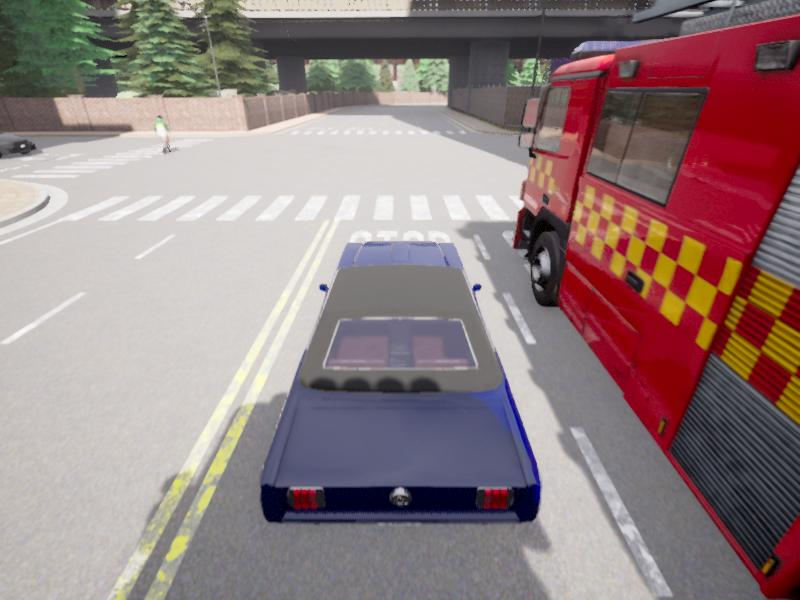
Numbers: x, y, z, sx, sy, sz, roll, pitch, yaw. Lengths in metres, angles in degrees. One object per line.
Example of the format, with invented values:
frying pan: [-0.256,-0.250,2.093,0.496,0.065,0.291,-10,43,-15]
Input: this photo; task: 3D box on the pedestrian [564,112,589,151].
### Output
pedestrian: [9.503,-9.085,21.567,0.751,1.860,0.751,3,28,7]

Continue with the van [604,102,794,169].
van: [12.733,-7.099,17.329,6.366,2.431,2.351,-4,26,-10]

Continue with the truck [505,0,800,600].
truck: [3.507,-0.462,3.179,2.891,3.827,8.468,0,28,0]

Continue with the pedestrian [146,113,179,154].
pedestrian: [-12.112,-8.510,20.459,0.751,1.860,0.751,2,28,5]

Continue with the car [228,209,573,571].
car: [0.002,0.226,4.587,1.895,1.301,4.718,0,28,0]

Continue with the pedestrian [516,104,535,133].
pedestrian: [9.120,-13.149,29.024,0.751,1.860,0.751,-15,31,-26]

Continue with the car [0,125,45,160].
car: [-20.426,-7.663,19.421,4.181,1.385,1.994,-1,28,-1]
